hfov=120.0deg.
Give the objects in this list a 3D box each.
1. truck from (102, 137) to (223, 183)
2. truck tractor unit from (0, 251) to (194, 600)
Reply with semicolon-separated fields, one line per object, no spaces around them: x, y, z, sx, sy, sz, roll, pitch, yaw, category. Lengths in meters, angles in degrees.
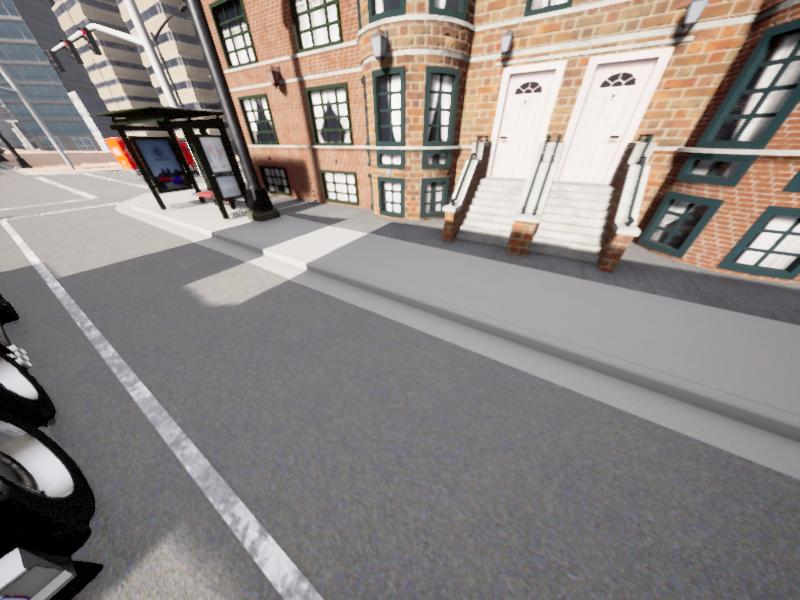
-17.084;-10.515;17.109;2.627;2.467;5.204;20;39;26;truck
-5.092;-0.320;0.810;6.516;4.208;3.053;19;39;25;truck tractor unit
